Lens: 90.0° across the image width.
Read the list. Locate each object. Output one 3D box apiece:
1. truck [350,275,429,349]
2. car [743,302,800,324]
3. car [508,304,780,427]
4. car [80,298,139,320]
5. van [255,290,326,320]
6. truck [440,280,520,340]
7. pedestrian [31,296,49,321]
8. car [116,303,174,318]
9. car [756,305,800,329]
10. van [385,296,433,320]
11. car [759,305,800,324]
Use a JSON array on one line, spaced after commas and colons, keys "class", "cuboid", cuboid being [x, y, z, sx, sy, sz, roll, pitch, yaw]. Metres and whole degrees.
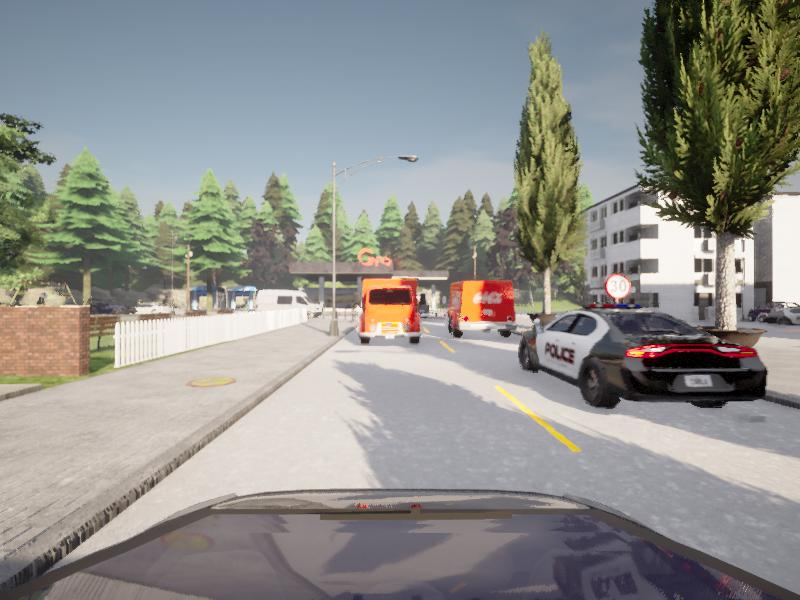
[{"class": "truck", "cuboid": [-0.402, 0.414, 15.966, 2.627, 2.467, 5.204, 0, 0, -1]}, {"class": "car", "cuboid": [27.214, 0.868, 29.081, 1.845, 1.501, 3.633, 0, 0, 10]}, {"class": "car", "cuboid": [3.798, 0.854, 7.598, 2.038, 1.542, 4.974, 0, 0, -1]}, {"class": "car", "cuboid": [-26.197, 0.779, 36.151, 3.866, 1.878, 1.905, 0, 0, -1]}, {"class": "van", "cuboid": [-9.869, 0.451, 36.314, 5.915, 2.561, 1.988, 0, 0, 3]}, {"class": "truck", "cuboid": [3.539, 0.423, 18.945, 2.627, 2.467, 5.204, 0, 0, -1]}, {"class": "pedestrian", "cuboid": [-27.815, 0.648, 30.924, 0.751, 1.860, 0.751, 0, 0, -1]}, {"class": "car", "cuboid": [-25.512, 1.015, 40.182, 4.674, 1.442, 1.812, 0, 0, -1]}, {"class": "car", "cuboid": [26.937, 1.103, 26.276, 4.974, 1.542, 2.038, 0, 0, 29]}, {"class": "van", "cuboid": [0.726, 0.696, 35.422, 2.069, 2.038, 4.480, 2, -1, -32]}, {"class": "car", "cuboid": [26.891, 0.945, 26.301, 4.536, 1.218, 1.853, 0, 0, 29]}]
